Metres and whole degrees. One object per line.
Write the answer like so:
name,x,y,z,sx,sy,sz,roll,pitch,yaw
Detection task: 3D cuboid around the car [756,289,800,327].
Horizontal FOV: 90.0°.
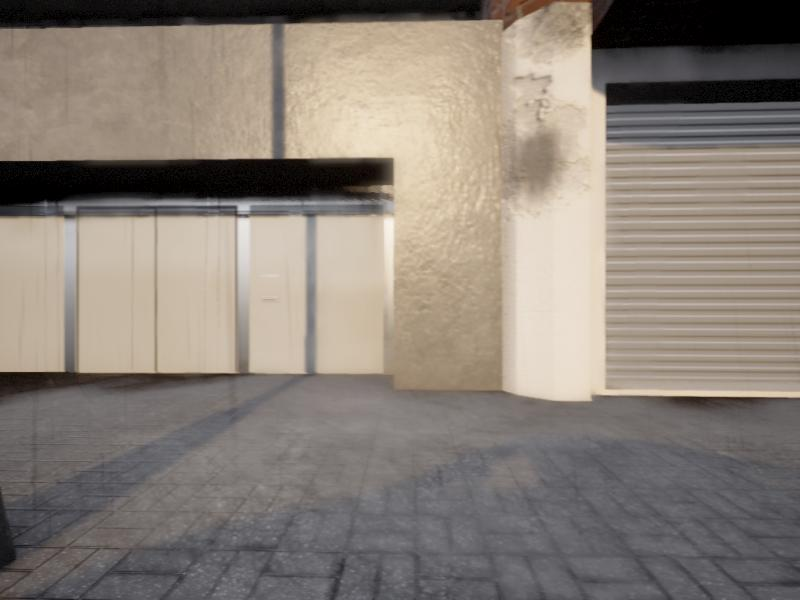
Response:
car,16.074,0.305,14.284,2.033,1.411,5.357,0,0,2
